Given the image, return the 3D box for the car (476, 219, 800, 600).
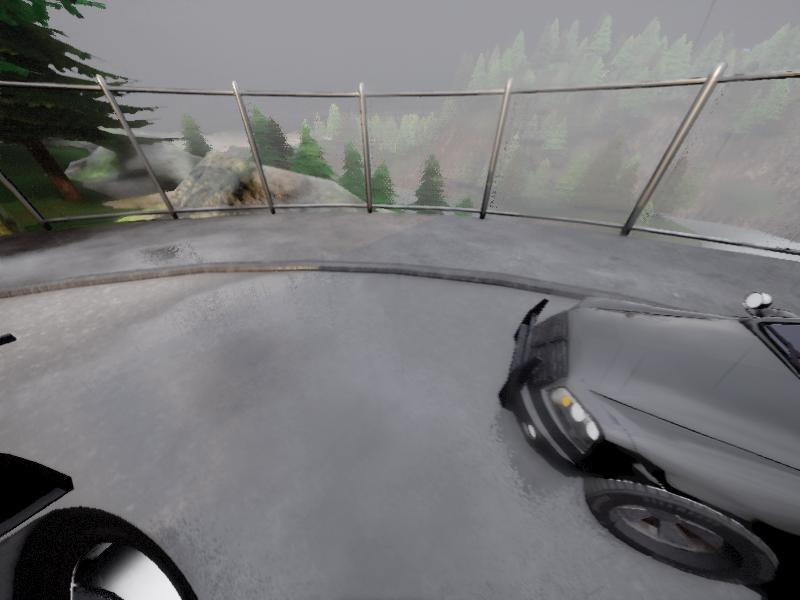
[{"bbox_3d":[3.300,1.008,1.172,4.974,1.542,2.038,19,40,25],"label":"car"}]
